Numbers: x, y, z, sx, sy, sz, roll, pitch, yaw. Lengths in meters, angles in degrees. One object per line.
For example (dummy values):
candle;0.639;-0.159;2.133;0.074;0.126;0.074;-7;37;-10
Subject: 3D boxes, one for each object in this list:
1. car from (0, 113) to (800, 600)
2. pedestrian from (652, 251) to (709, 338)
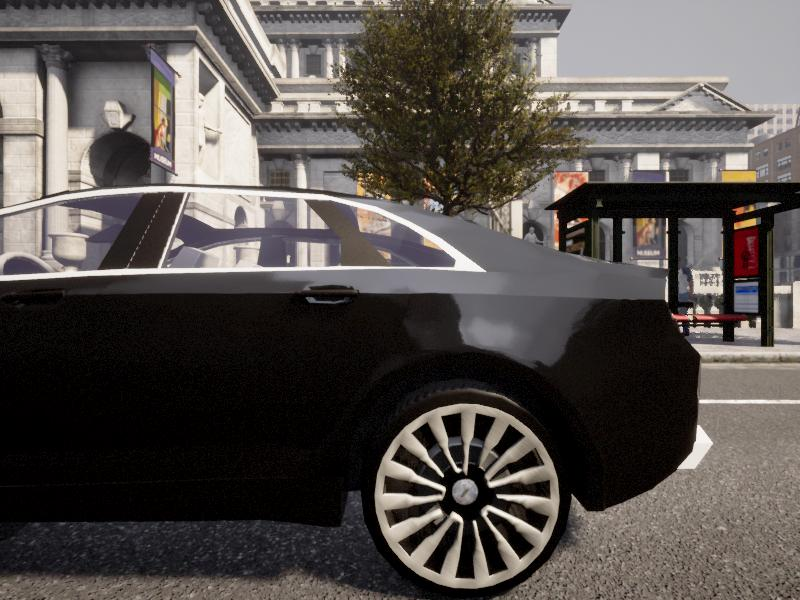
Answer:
car;-1.169;0.236;2.211;4.902;1.511;2.128;0;0;1
pedestrian;6.203;-0.115;8.877;0.751;1.860;0.751;0;0;0
